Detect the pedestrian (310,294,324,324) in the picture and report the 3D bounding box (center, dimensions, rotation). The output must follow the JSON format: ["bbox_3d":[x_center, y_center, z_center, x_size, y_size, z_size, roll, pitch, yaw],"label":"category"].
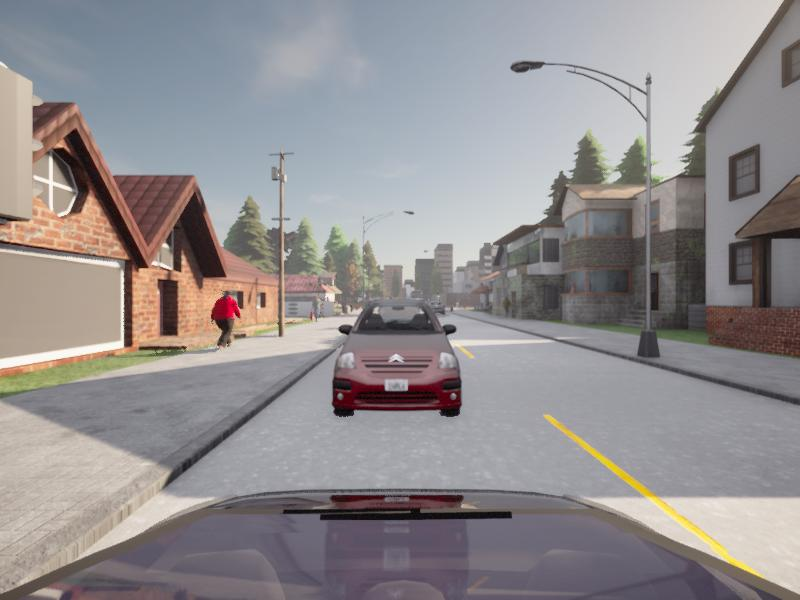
[{"bbox_3d":[-5.160,0.537,24.912,0.751,1.860,0.751,0,0,0],"label":"pedestrian"}]

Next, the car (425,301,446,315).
[{"bbox_3d":[3.982,0.861,45.349,1.970,1.475,3.806,0,0,0],"label":"car"}]

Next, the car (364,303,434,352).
[{"bbox_3d":[-0.032,0.854,14.742,2.163,1.488,4.792,0,0,0],"label":"car"}]

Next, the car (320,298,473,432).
[{"bbox_3d":[-0.038,0.790,6.843,1.851,1.617,3.988,0,0,0],"label":"car"}]

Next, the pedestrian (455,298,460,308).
[{"bbox_3d":[10.110,0.546,70.201,0.751,1.860,0.751,0,0,32],"label":"pedestrian"}]

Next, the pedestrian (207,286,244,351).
[{"bbox_3d":[-5.155,0.535,11.848,0.751,1.860,0.751,0,0,0],"label":"pedestrian"}]

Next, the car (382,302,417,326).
[{"bbox_3d":[-0.028,0.856,26.950,2.163,1.488,4.792,0,0,0],"label":"car"}]

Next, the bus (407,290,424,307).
[{"bbox_3d":[3.884,-0.301,102.545,3.944,4.253,10.273,0,0,0],"label":"bus"}]

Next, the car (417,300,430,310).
[{"bbox_3d":[3.990,0.783,67.742,1.930,1.638,5.238,0,0,0],"label":"car"}]

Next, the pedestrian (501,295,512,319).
[{"bbox_3d":[8.527,0.539,32.049,0.751,1.860,0.751,0,0,3],"label":"pedestrian"}]
